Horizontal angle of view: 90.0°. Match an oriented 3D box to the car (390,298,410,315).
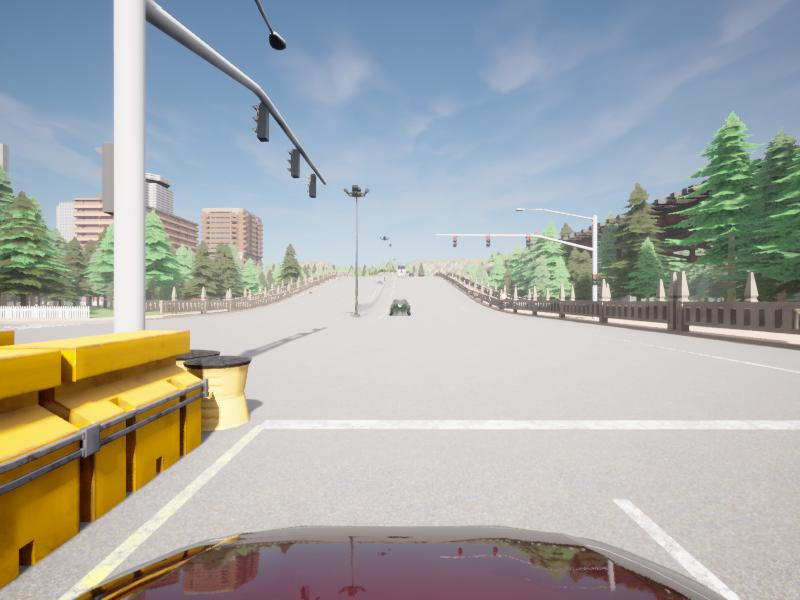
[{"bbox_3d":[0.007,0.674,43.286,2.097,1.767,4.553,0,0,0],"label":"car"}]
